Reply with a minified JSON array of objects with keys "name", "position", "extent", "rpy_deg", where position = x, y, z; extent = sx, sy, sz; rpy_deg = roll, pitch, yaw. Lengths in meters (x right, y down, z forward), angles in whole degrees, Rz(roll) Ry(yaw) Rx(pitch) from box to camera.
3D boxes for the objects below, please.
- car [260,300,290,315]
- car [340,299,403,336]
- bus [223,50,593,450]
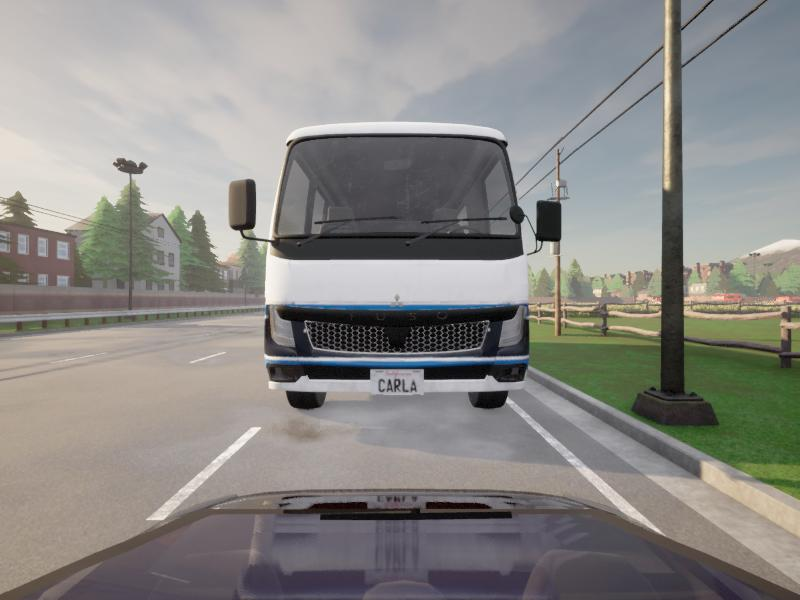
[{"name":"car","position":[-14.264,0.801,46.014],"extent":[1.801,1.575,5.366],"rpy_deg":[0,0,0]},{"name":"car","position":[-1.289,0.780,20.569],"extent":[2.152,1.651,5.027],"rpy_deg":[0,0,9]},{"name":"bus","position":[0.062,-0.534,9.399],"extent":[3.944,4.253,10.273],"rpy_deg":[0,0,0]}]
